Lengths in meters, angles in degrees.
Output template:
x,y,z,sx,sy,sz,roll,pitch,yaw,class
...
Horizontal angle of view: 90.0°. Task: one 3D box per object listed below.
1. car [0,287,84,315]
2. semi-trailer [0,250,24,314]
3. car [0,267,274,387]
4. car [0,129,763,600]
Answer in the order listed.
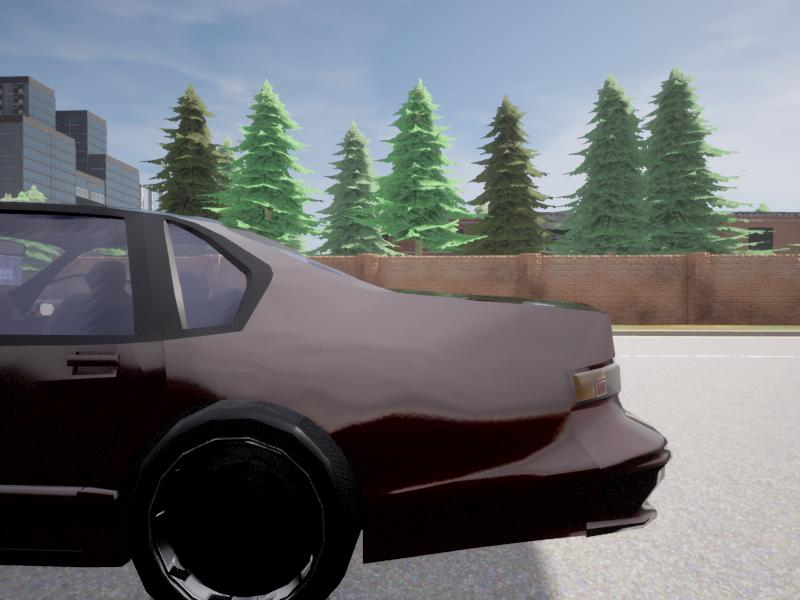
x,y,z,sx,sy,sz,roll,pitch,yaw,class
-25.083,0.050,28.108,1.932,1.855,4.605,0,0,2,car
-28.829,-1.217,21.765,2.717,4.402,14.254,0,0,3,semi-trailer
-4.212,0.307,5.691,4.181,1.385,1.994,0,0,2,car
-1.761,0.294,2.089,5.357,1.411,2.033,0,0,2,car
